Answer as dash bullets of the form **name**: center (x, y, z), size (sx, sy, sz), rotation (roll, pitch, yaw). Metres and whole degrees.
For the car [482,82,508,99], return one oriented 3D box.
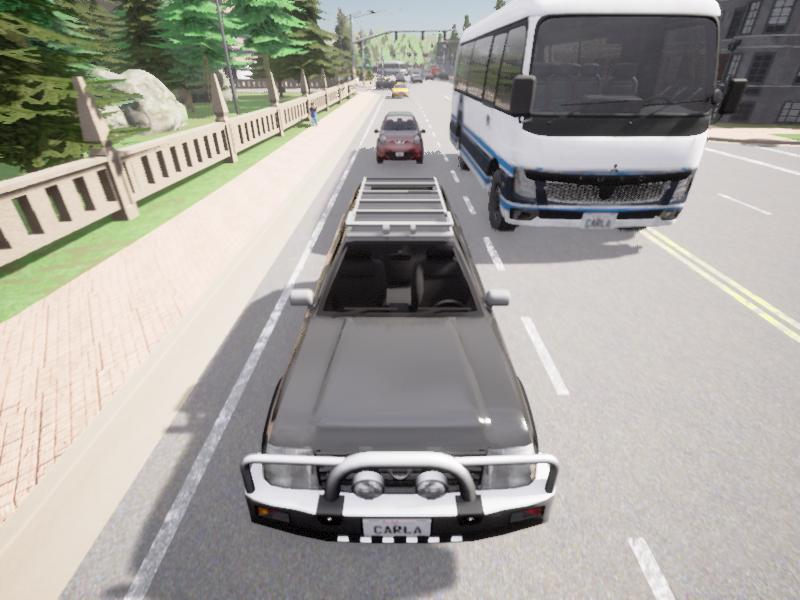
- **car**: center (10.486, -23.351, 44.435), size (1.816, 1.474, 4.193), rotation (0, 30, 0)

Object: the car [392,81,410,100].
- **car**: center (0.095, -22.583, 43.012), size (1.801, 1.575, 5.366), rotation (0, 30, 0)

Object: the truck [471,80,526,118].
- **truck**: center (6.991, -14.825, 29.250), size (2.390, 2.098, 6.274), rotation (0, 30, 0)

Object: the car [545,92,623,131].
- **car**: center (10.492, -11.082, 23.328), size (2.152, 1.651, 5.027), rotation (0, 30, 0)

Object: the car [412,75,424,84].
- **car**: center (3.474, -43.467, 78.866), size (2.033, 1.411, 5.357), rotation (0, 30, 0)

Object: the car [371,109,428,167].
- **car**: center (-0.006, -6.128, 14.951), size (1.845, 1.501, 3.633), rotation (0, 30, 0)

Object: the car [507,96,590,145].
- **car**: center (6.993, -8.908, 19.611), size (2.152, 1.651, 5.027), rotation (0, 30, 0)

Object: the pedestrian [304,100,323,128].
- **pedestrian**: center (-4.590, -9.898, 21.265), size (0.751, 1.300, 0.751), rotation (0, 30, 0)

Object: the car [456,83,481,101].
- **car**: center (6.986, -21.450, 41.186), size (1.816, 1.474, 4.193), rotation (0, 30, 0)

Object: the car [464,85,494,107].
- **car**: center (6.988, -18.343, 35.876), size (1.816, 1.474, 4.193), rotation (0, 30, 0)

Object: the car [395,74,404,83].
- **car**: center (-0.026, -47.056, 84.869), size (1.882, 1.535, 5.008), rotation (0, 30, 0)

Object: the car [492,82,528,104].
- **car**: center (10.488, -19.985, 38.533), size (2.033, 1.649, 4.856), rotation (0, 30, 0)

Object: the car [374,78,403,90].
- **car**: center (-1.674, -31.020, 57.439), size (3.633, 1.501, 1.845), rotation (-12, 32, -20)

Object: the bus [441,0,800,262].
- **bus**: center (3.617, -5.103, 10.507), size (3.944, 4.253, 10.273), rotation (0, 30, 0)

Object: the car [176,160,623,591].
- **car**: center (-0.001, -0.029, 4.183), size (1.932, 1.855, 4.605), rotation (0, 30, 0)
